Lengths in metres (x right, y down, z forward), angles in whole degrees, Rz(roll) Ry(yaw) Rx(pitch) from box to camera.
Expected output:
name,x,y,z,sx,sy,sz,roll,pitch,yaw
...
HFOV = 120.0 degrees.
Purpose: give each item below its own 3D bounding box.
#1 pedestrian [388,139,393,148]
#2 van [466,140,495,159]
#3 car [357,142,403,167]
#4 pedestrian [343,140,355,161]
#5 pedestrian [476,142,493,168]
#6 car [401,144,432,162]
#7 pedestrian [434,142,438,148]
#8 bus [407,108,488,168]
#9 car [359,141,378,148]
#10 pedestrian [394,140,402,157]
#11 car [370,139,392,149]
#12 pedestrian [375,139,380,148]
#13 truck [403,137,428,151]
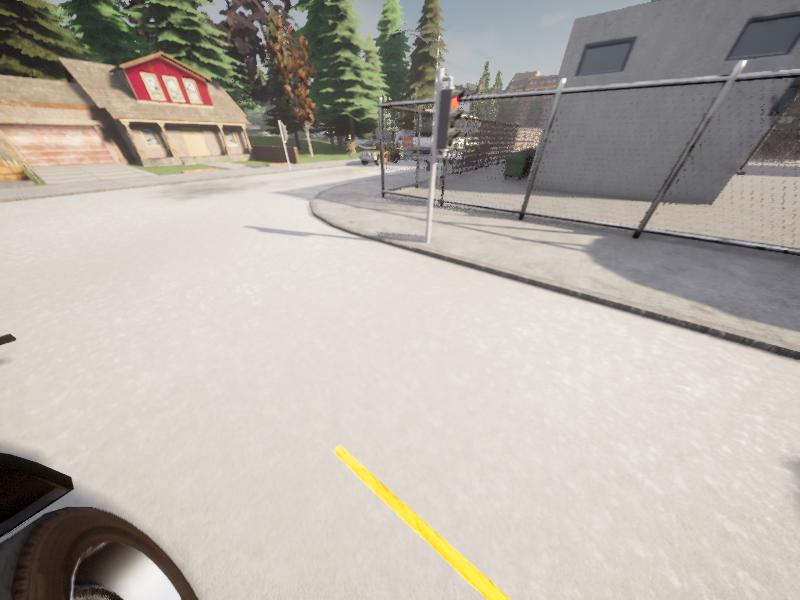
name,x,y,z,sx,sy,sz,roll,pitch,yaw
pedestrian,-2.136,-36.039,53.205,0.751,1.860,0.751,16,38,21
van,11.005,-20.604,31.473,2.069,2.038,4.480,22,40,27
car,-1.840,-14.321,22.591,1.932,1.855,4.605,21,40,27
pedestrian,-5.575,-16.426,25.340,0.751,1.860,0.751,23,41,28
pedestrian,7.273,-12.546,19.939,0.751,1.860,0.751,-26,43,-32
car,1.932,-17.128,26.881,1.789,1.549,3.705,23,41,28
pedestrian,9.266,-39.944,59.500,0.500,1.100,0.500,24,41,30
bus,5.307,-17.065,24.488,3.944,4.253,10.273,22,41,28
car,-8.990,-44.625,66.130,5.238,1.638,1.930,22,41,28
pedestrian,-0.317,-20.398,31.021,0.751,1.860,0.751,-26,43,-32
car,-4.909,-40.278,59.647,5.566,2.045,2.150,22,41,28
pedestrian,-5.303,-37.540,55.308,0.751,1.860,0.751,17,38,22
truck,3.610,-36.950,54.612,5.204,2.467,2.627,22,41,28
